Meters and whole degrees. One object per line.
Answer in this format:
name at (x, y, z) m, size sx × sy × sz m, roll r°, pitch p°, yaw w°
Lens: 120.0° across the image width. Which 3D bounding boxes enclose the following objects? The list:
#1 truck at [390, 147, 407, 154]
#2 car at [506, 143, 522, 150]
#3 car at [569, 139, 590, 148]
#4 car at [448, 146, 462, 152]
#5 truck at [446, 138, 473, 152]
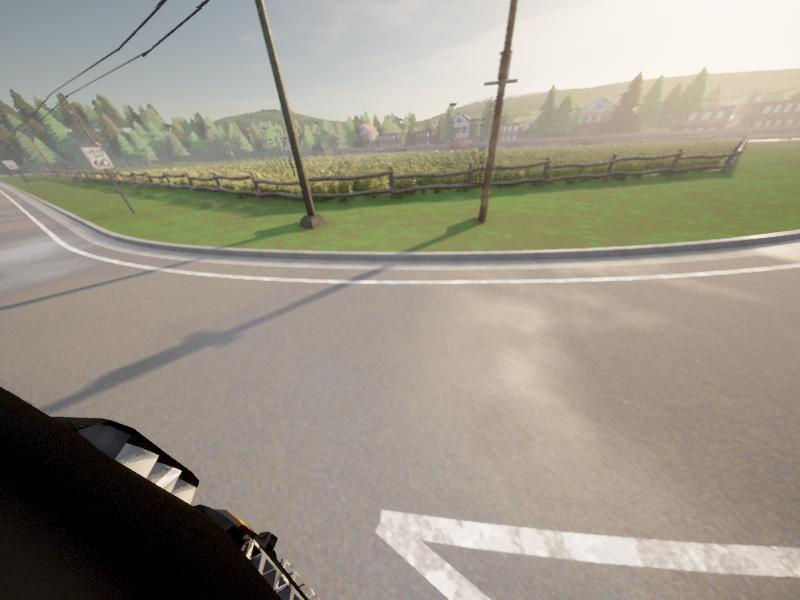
truck at (-0.523, -59.710, 92.218) m, size 6.274 × 2.098 × 2.390 m, roll 17°, pitch 39°, yaw 28°
car at (35.308, -47.490, 71.535) m, size 3.988 × 1.617 × 1.851 m, roll 17°, pitch 39°, yaw 28°
car at (47.088, -41.023, 60.544) m, size 3.866 × 1.878 × 1.905 m, roll 17°, pitch 39°, yaw 28°
car at (18.824, -51.800, 79.352) m, size 4.193 × 1.474 × 1.816 m, roll 17°, pitch 39°, yaw 28°
truck at (21.093, -55.168, 82.133) m, size 8.468 × 3.827 × 2.891 m, roll 17°, pitch 39°, yaw 28°
